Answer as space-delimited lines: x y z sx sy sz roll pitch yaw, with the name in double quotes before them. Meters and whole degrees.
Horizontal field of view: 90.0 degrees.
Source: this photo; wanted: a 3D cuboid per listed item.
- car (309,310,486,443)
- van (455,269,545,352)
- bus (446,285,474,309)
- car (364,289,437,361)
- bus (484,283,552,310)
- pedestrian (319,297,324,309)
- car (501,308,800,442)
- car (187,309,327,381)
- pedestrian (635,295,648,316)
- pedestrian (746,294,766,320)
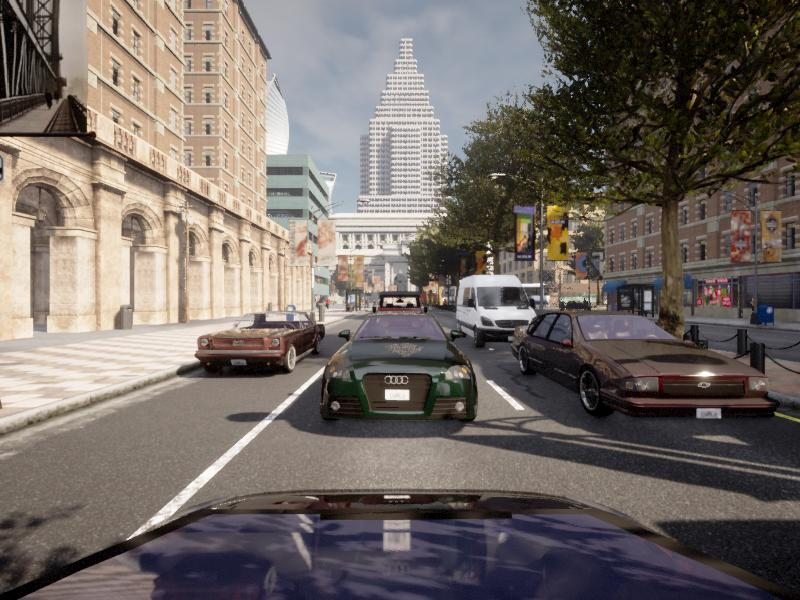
"car" 0.010 0.908 6.581 1.994 1.385 4.181 0 0 1
"van" 3.503 0.323 15.361 1.988 2.561 5.915 0 0 0
"bus" 11.402 -0.537 77.690 3.944 4.253 10.273 0 0 0
"car" 0.002 0.646 12.323 1.905 1.878 3.866 0 0 0
"bus" 19.716 -0.537 67.554 10.273 4.253 3.944 0 0 38
"pedestrian" -12.513 0.486 63.877 0.751 1.860 0.751 0 0 0
"car" 3.501 0.895 7.189 2.033 1.411 5.357 0 0 0
"car" -3.246 0.939 10.223 1.895 1.301 4.718 0 0 0
"pedestrian" 22.013 0.486 36.440 0.751 1.860 0.751 0 0 3
"pedestrian" 24.987 0.486 28.090 0.751 1.860 0.751 0 0 1
